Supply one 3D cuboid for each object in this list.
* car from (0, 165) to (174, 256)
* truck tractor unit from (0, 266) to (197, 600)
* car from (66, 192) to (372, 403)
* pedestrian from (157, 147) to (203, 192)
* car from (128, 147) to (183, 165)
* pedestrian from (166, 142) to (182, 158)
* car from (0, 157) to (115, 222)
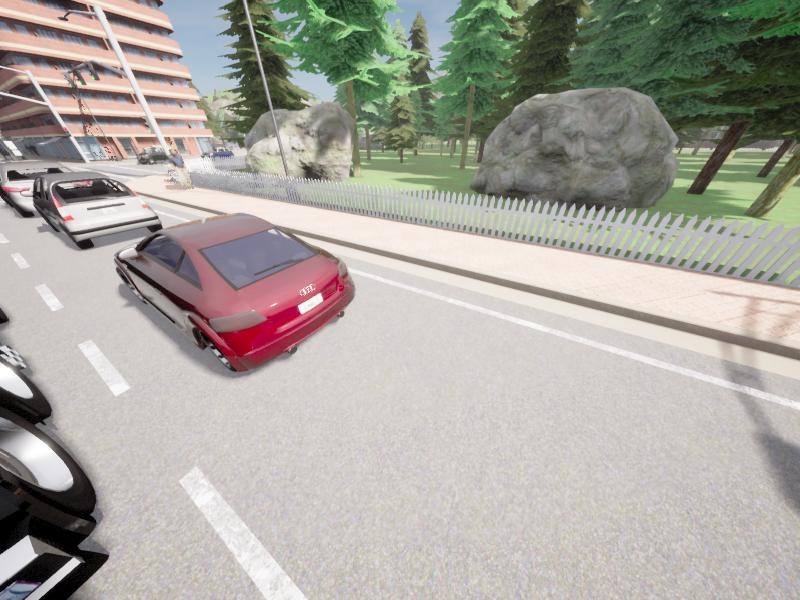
[{"bbox_3d":[-8.951,-2.772,6.639,3.988,1.617,1.851,18,39,25],"label":"car"},{"bbox_3d":[-5.114,-0.298,0.774,6.516,4.208,3.053,18,39,24],"label":"truck tractor unit"},{"bbox_3d":[-2.772,-0.594,3.675,4.181,1.385,1.994,20,40,26],"label":"car"},{"bbox_3d":[-10.747,-6.416,11.357,0.751,1.860,0.751,19,39,25],"label":"pedestrian"},{"bbox_3d":[-27.804,-16.504,26.449,1.789,1.549,3.705,11,36,15],"label":"car"},{"bbox_3d":[-32.165,-21.375,32.901,0.751,1.860,0.751,11,36,16],"label":"pedestrian"},{"bbox_3d":[-14.322,-4.609,9.261,4.611,1.667,2.242,19,39,25],"label":"car"}]
